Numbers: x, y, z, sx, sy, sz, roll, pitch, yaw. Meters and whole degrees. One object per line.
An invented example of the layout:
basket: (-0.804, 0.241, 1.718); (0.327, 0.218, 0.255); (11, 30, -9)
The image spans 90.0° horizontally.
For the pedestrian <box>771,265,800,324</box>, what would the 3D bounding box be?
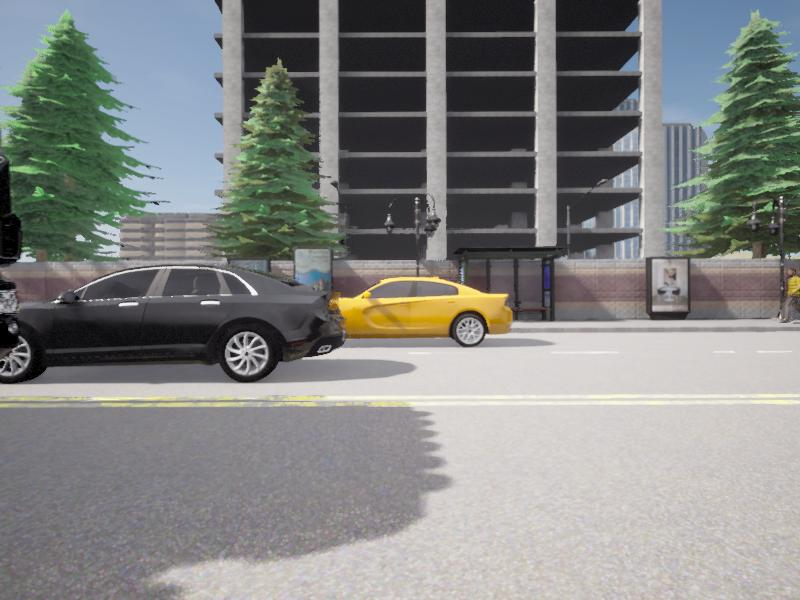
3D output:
pedestrian: (12.645, -0.170, 12.836); (0.751, 1.860, 0.751); (0, 0, 4)

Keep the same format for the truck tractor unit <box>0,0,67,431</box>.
truck tractor unit: (-6.369, -1.074, 2.205); (6.516, 4.208, 3.053); (0, 0, 0)

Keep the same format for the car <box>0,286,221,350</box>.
car: (-6.916, 0.380, 9.205); (4.718, 1.301, 1.895); (0, 0, 0)

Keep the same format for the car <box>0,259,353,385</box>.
car: (-3.220, 0.264, 5.703); (4.892, 1.490, 1.837); (0, 0, 0)

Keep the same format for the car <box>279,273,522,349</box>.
car: (0.014, 0.227, 9.200); (5.008, 1.535, 1.882); (0, 0, 0)
